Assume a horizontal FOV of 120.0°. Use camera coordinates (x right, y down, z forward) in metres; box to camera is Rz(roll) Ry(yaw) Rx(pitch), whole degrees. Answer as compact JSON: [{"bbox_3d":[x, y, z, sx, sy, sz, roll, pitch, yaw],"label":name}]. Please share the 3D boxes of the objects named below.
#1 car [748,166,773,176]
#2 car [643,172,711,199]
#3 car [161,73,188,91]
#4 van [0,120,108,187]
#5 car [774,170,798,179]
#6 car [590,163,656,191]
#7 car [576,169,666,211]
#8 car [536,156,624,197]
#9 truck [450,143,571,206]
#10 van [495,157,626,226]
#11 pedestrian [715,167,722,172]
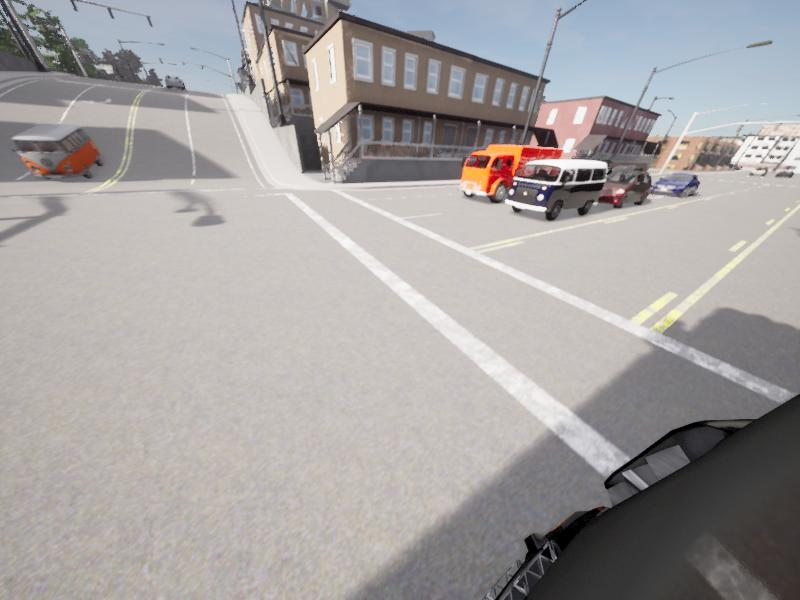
[{"bbox_3d":[80.047,-28.625,51.288,4.605,1.855,1.932,-17,38,-27],"label":"car"},{"bbox_3d":[20.116,-8.390,16.768,4.674,1.442,1.812,-17,38,-27],"label":"car"},{"bbox_3d":[-31.132,-30.193,32.001,1.970,1.475,3.806,-16,46,-26],"label":"car"},{"bbox_3d":[-17.988,-7.853,12.290,1.775,1.987,4.442,-17,49,-27],"label":"van"},{"bbox_3d":[81.661,-26.649,48.870,4.181,1.385,1.994,-17,38,-27],"label":"car"},{"bbox_3d":[18.606,-10.348,19.288,4.553,1.767,2.097,-17,38,-27],"label":"car"},{"bbox_3d":[11.811,-5.999,12.404,3.988,1.617,1.851,-17,38,-27],"label":"car"},{"bbox_3d":[12.421,-8.601,15.971,5.566,2.045,2.150,-16,38,-26],"label":"car"},{"bbox_3d":[5.736,-6.725,12.268,5.204,2.467,2.627,-16,38,-26],"label":"truck"},{"bbox_3d":[6.554,-4.615,9.539,4.480,2.038,2.069,-17,38,-27],"label":"van"},{"bbox_3d":[79.834,-32.787,57.924,0.500,1.100,0.500,22,38,26],"label":"pedestrian"}]
